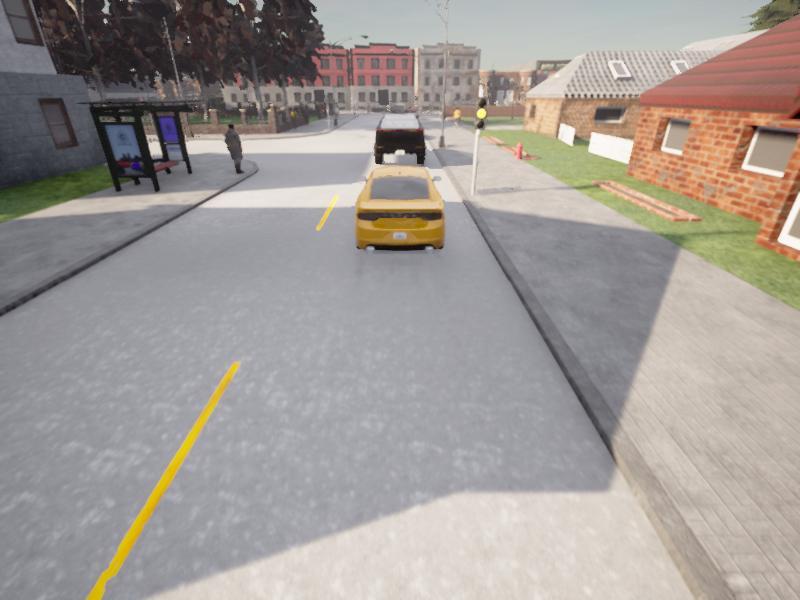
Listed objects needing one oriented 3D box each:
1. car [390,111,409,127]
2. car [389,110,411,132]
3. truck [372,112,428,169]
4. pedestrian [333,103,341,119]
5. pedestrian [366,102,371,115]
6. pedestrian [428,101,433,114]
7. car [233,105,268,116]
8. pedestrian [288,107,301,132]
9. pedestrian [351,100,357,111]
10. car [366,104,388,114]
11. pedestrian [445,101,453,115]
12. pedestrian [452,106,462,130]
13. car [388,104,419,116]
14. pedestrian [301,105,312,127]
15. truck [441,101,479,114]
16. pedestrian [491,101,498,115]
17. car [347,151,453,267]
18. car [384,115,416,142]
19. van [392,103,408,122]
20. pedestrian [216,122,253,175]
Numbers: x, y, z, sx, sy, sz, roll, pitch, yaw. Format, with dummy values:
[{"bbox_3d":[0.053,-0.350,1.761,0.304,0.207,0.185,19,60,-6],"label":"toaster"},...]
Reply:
[{"bbox_3d":[-0.009,-19.328,42.607,1.895,1.301,4.718,0,27,0],"label":"car"},{"bbox_3d":[-0.001,-16.534,36.853,1.851,1.617,3.988,0,27,0],"label":"car"},{"bbox_3d":[-0.002,-8.210,20.188,2.390,2.098,6.274,0,27,0],"label":"truck"},{"bbox_3d":[-7.965,-23.961,50.710,0.751,1.860,0.751,1,27,3],"label":"pedestrian"},{"bbox_3d":[-4.903,-29.859,62.354,0.751,1.860,0.751,2,27,3],"label":"pedestrian"},{"bbox_3d":[4.717,-29.628,61.636,0.751,1.860,0.751,2,27,3],"label":"pedestrian"},{"bbox_3d":[-25.104,-31.914,67.374,4.902,1.511,2.128,0,27,0],"label":"car"},{"bbox_3d":[-9.033,-15.449,34.220,0.751,1.860,0.751,-1,27,-2],"label":"pedestrian"},{"bbox_3d":[-8.431,-35.656,73.367,0.751,1.860,0.751,-7,28,-14],"label":"pedestrian"},{"bbox_3d":[-4.032,-33.834,70.901,3.705,1.549,1.789,0,27,0],"label":"car"},{"bbox_3d":[7.223,-28.427,59.319,0.751,1.860,0.751,21,34,35],"label":"pedestrian"},{"bbox_3d":[5.122,-16.368,35.963,0.751,1.860,0.751,2,27,4],"label":"pedestrian"},{"bbox_3d":[0.674,-33.521,70.534,5.027,1.651,2.152,-9,29,-17],"label":"car"},{"bbox_3d":[-9.209,-18.094,39.347,0.751,1.860,0.751,-1,27,-2],"label":"pedestrian"},{"bbox_3d":[10.490,-34.091,70.780,6.274,2.098,2.390,0,27,0],"label":"truck"},{"bbox_3d":[14.243,-28.871,60.160,0.751,1.860,0.751,0,27,0],"label":"pedestrian"},{"bbox_3d":[-0.001,-2.486,9.712,1.882,1.535,5.008,0,27,0],"label":"car"},{"bbox_3d":[-0.001,-12.902,29.922,2.128,1.511,4.902,0,27,0],"label":"car"},{"bbox_3d":[-0.003,-23.168,49.292,1.775,1.987,4.442,0,27,0],"label":"van"},{"bbox_3d":[-6.561,-6.031,15.930,0.751,1.860,0.751,12,30,21],"label":"pedestrian"}]
